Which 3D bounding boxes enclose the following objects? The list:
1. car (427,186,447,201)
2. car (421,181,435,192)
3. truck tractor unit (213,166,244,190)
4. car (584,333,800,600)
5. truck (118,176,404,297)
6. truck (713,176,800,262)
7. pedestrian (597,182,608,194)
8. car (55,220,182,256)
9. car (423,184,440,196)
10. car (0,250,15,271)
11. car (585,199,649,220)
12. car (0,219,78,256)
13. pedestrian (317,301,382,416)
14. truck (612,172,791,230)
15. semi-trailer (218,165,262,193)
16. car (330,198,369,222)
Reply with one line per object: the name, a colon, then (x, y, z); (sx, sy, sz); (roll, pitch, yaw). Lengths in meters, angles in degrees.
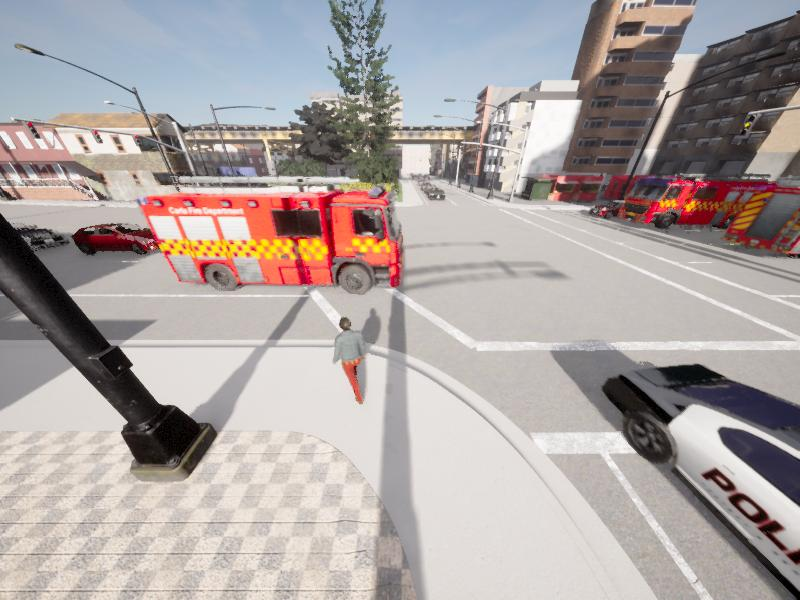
car: (5.324, -15.635, 33.769); (2.152, 1.651, 5.027); (0, 30, 1)
car: (5.412, -22.577, 45.792); (2.152, 1.651, 5.027); (0, 30, 0)
truck tractor unit: (-37.470, -26.747, 50.413); (6.516, 4.208, 3.053); (27, 39, 37)
car: (5.078, 2.574, 2.314); (2.038, 1.542, 4.974); (-4, 31, -6)
truck: (-4.151, -2.583, 8.957); (8.468, 3.827, 2.891); (1, 30, 2)
truck: (23.849, -4.343, 12.281); (8.468, 3.827, 2.891); (0, 30, 0)
pedestrian: (36.509, -20.146, 41.619); (0.751, 1.860, 0.751); (-19, 35, -29)
car: (-15.142, -3.436, 12.690); (4.193, 1.474, 1.816); (0, 30, 0)
car: (5.369, -19.041, 39.809); (2.163, 1.488, 4.792); (0, 30, 0)
car: (-20.214, -1.648, 9.658); (4.181, 1.385, 1.994); (0, 30, 0)
car: (20.444, -8.612, 21.937); (3.806, 1.475, 1.970); (0, 30, 0)
car: (-21.280, -3.454, 12.658); (3.806, 1.475, 1.970); (0, 30, 0)
pedestrian: (-0.880, 1.078, 4.235); (0.751, 1.860, 0.751); (-16, 34, -26)
truck: (23.136, -7.864, 18.354); (8.468, 3.827, 2.891); (0, 30, -1)
semi-trailer: (-31.842, -24.051, 45.550); (14.254, 4.402, 2.717); (26, 39, 38)
car: (-4.821, -8.544, 21.654); (1.812, 1.442, 4.674); (-17, 34, -27)
